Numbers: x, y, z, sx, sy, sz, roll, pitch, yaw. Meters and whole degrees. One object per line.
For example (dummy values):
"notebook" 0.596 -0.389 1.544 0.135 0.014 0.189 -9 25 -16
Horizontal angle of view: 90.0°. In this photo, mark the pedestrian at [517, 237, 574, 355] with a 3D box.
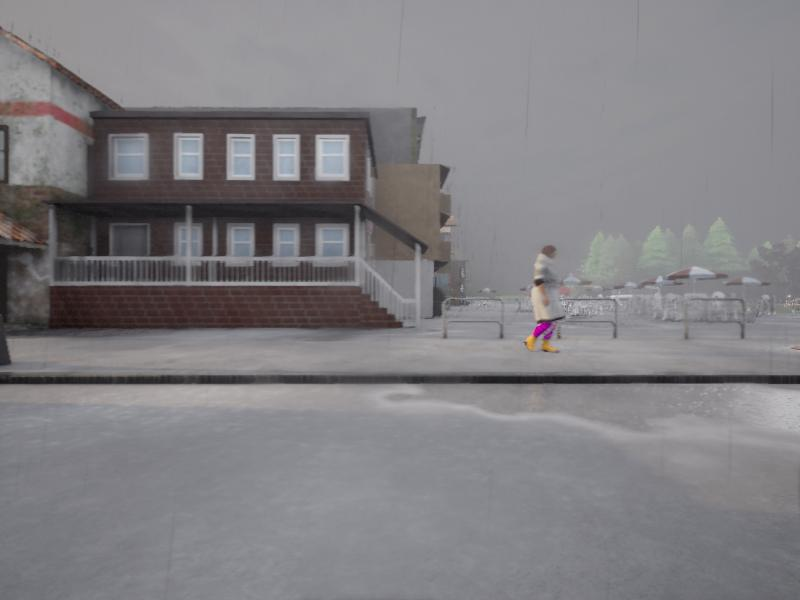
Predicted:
"pedestrian" 2.483 -0.065 6.796 0.751 1.860 0.751 0 0 34

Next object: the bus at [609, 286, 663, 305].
"bus" 54.841 -1.077 93.321 10.273 4.253 3.944 0 0 0
